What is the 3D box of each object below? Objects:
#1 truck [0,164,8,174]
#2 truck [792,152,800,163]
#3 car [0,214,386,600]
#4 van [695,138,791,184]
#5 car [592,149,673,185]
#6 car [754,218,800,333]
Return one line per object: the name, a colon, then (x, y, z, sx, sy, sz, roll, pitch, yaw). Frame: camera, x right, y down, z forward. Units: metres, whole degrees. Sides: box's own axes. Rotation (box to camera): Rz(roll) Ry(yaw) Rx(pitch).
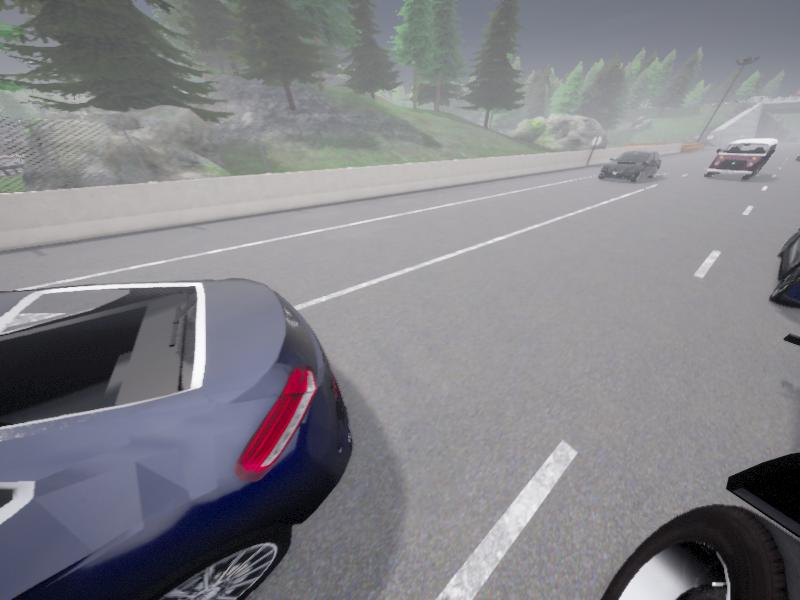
truck: (-29.239, -8.932, 14.361, 2.627, 2.467, 5.204, -22, 40, -27)
truck: (40.095, -14.266, 21.551, 5.204, 2.467, 2.627, -22, 41, -28)
car: (-2.790, 1.160, 0.882, 5.027, 1.651, 2.152, -22, 41, -28)
van: (20.697, -8.515, 13.978, 4.480, 2.038, 2.069, -21, 40, -26)
car: (14.091, -8.146, 13.996, 4.892, 1.490, 1.837, -22, 41, -28)
car: (7.902, -0.743, 3.463, 4.856, 1.649, 2.033, -22, 41, -28)
